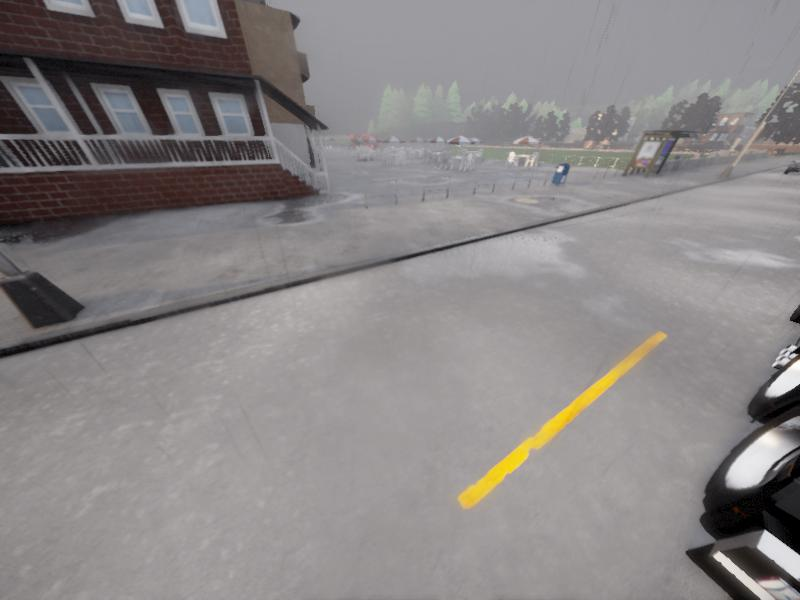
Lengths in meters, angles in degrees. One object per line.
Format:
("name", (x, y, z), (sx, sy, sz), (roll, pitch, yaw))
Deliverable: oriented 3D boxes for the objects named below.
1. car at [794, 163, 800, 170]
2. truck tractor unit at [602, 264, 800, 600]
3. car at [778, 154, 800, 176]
("car", (41.251, -13.566, 22.498), (4.514, 1.525, 2.007), (-18, 39, -24))
("truck tractor unit", (5.109, -0.303, 0.782), (6.516, 4.208, 3.053), (-18, 39, -24))
("car", (34.475, -11.304, 19.309), (5.357, 1.411, 2.033), (-18, 39, -24))
